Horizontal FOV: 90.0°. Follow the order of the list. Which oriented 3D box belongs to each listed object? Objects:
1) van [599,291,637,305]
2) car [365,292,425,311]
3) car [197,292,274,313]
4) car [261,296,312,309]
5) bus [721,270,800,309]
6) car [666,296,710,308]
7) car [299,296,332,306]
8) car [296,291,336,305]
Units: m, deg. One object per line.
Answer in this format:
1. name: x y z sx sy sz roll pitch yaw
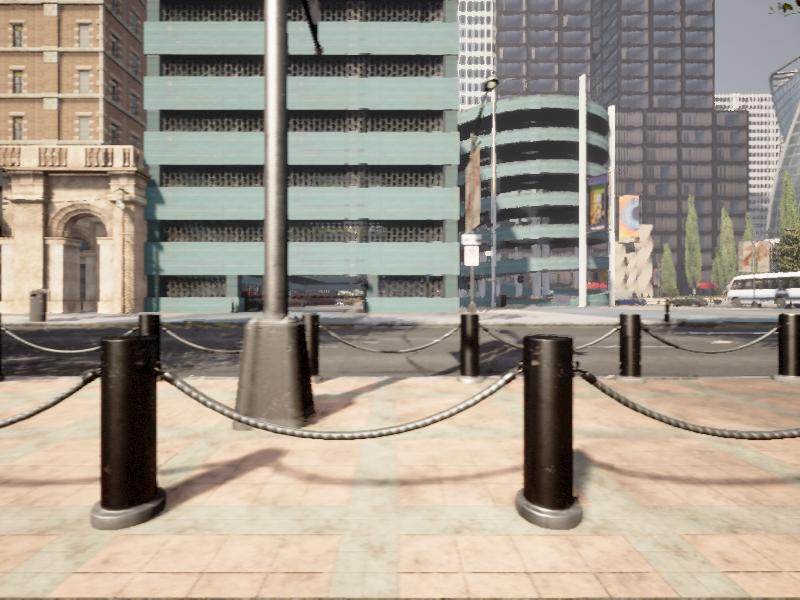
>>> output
1. van: 40.375 -0.310 74.159 1.988 2.561 5.915 0 0 -39
2. car: -0.421 0.118 33.650 4.902 1.511 2.128 0 0 0
3. car: -12.007 0.161 29.519 4.786 1.482 2.161 0 0 0
4. car: -11.604 0.211 41.120 4.718 1.301 1.895 0 0 0
5. bus: 45.946 -1.146 49.271 3.944 4.253 10.273 0 0 -4
6. car: 43.729 0.310 60.911 2.152 1.651 5.027 0 0 -21
7. car: -12.517 0.168 59.617 4.514 1.523 2.007 0 0 0
8. car: -12.459 -0.223 59.618 5.566 2.045 2.435 0 0 0
